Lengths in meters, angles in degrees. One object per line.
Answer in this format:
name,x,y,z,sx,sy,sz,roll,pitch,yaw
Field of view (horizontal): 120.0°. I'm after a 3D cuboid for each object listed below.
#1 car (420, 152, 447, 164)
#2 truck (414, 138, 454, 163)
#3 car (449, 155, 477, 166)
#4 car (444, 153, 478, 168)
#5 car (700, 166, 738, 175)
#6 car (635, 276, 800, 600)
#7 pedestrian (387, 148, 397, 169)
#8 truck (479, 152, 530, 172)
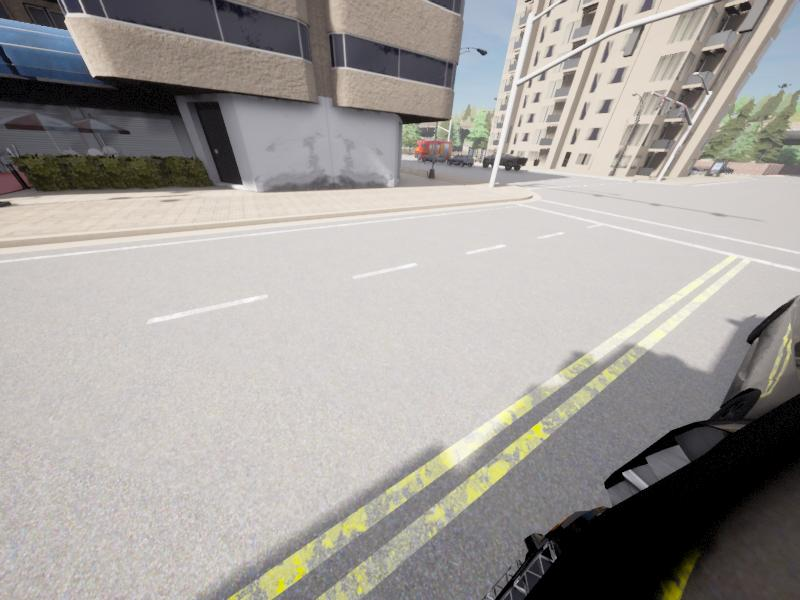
car,5.775,-24.869,40.493,2.128,1.511,4.902,-16,38,-26
truck,6.309,-29.215,44.988,2.891,3.827,8.468,-16,38,-26
car,10.675,-23.847,39.463,1.994,1.385,4.181,-16,38,-26
car,9.292,-21.505,35.593,2.033,1.649,4.856,-16,38,-26
car,75.466,-30.820,54.770,1.837,1.490,4.892,-16,38,-26
car,4.391,0.784,1.729,4.514,1.525,2.007,-16,38,-26
pedestrian,-0.823,-15.003,24.486,0.751,1.860,0.751,-15,37,-24
truck,14.873,-20.014,33.354,2.390,2.098,6.274,-16,38,-26
